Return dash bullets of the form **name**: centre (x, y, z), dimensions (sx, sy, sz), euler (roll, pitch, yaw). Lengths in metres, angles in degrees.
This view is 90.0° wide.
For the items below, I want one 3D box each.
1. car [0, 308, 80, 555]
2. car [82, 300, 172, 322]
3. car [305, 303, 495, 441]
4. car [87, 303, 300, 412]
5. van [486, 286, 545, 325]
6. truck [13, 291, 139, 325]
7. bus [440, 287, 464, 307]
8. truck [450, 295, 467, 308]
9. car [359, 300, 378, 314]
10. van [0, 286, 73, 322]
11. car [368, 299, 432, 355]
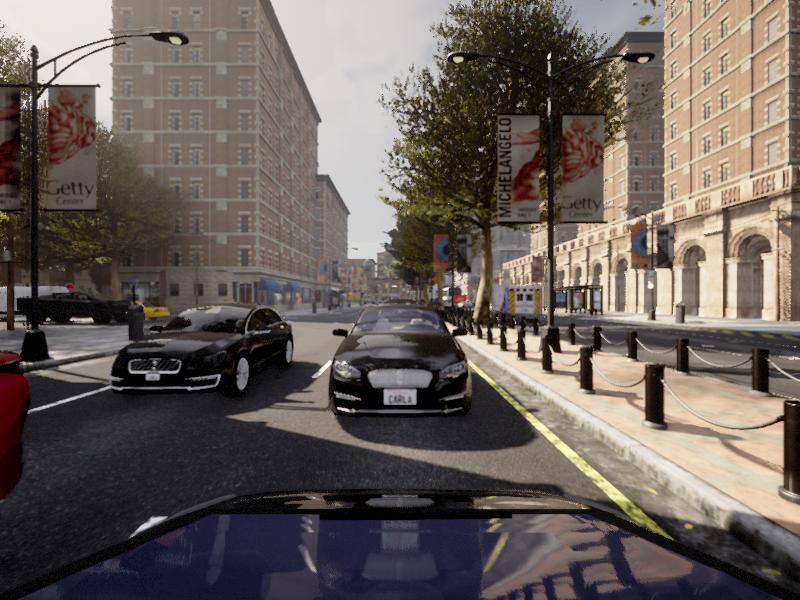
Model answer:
- **car**: centre (-3.501, 0.827, 0.867), dimensions (2.007, 1.525, 4.514), euler (0, 0, 0)
- **car**: centre (-20.212, 0.770, 29.752), dimensions (5.366, 1.575, 1.801), euler (0, 0, -2)
- **car**: centre (0.002, 0.828, 6.949), dimensions (2.128, 1.511, 4.902), euler (0, 0, 0)
- **car**: centre (-3.527, 0.835, 8.106), dimensions (1.837, 1.490, 4.892), euler (0, 0, -1)
- **van**: centre (8.015, 0.347, 28.609), dimensions (2.351, 2.431, 6.366), euler (0, 0, 0)
- **truck**: centre (-20.967, 0.515, 26.156), dimensions (6.274, 2.098, 2.390), euler (0, 0, -1)
- **bus**: centre (11.425, -0.632, 88.993), dimensions (3.944, 4.253, 10.273), euler (0, 0, 0)
- **truck**: centre (11.541, 0.272, 78.862), dimensions (2.627, 2.467, 5.204), euler (0, 0, 0)
- **car**: centre (-3.479, 0.779, 44.859), dimensions (1.845, 1.501, 3.633), euler (0, 0, 0)
- **van**: centre (-28.022, 0.291, 29.610), dimensions (5.915, 2.561, 1.988), euler (0, 0, -1)
- **car**: centre (0.003, 0.773, 13.588), dimensions (1.851, 1.617, 3.988), euler (0, 0, 0)
